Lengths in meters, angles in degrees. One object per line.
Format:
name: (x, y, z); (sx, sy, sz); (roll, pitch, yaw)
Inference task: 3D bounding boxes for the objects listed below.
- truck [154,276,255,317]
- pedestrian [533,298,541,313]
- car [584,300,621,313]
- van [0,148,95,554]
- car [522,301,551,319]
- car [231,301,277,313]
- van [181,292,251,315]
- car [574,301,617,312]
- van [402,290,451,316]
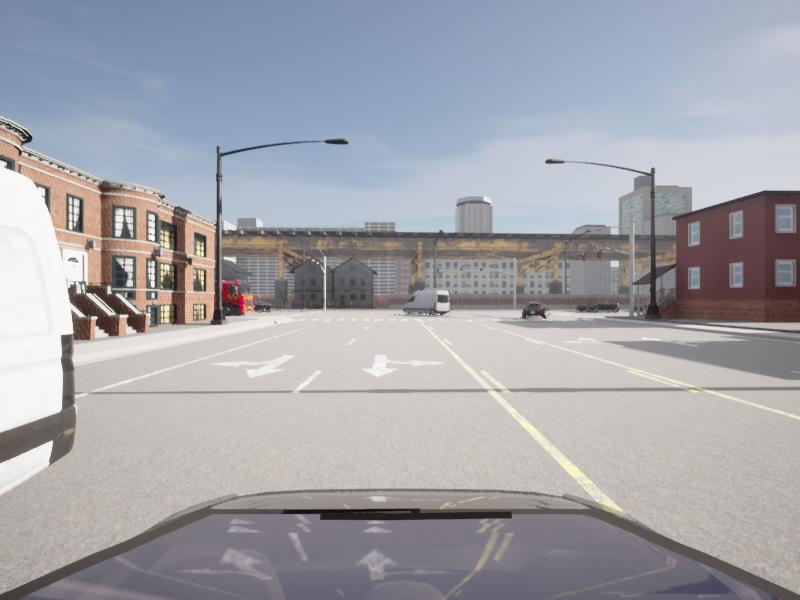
truck: (-19.040, -0.321, 39.318); (8.468, 3.827, 2.891); (0, 0, 0)
pedestrian: (16.308, 0.637, 47.703); (0.751, 1.860, 0.751); (0, 0, 5)
car: (25.327, 0.815, 50.007); (3.705, 1.549, 1.789); (0, 0, 0)
van: (-3.510, 0.322, 0.351); (1.988, 2.561, 5.915); (0, 0, 0)
car: (12.245, 0.870, 35.765); (1.812, 1.442, 4.674); (-1, 0, 27)
car: (-18.110, 0.837, 49.827); (4.902, 1.511, 2.128); (0, 0, 0)
van: (-19.605, 0.378, 42.873); (6.366, 2.431, 2.351); (0, 0, 0)
car: (26.137, 0.844, 53.509); (4.892, 1.490, 1.837); (0, 0, 0)
van: (2.678, 0.322, 42.436); (1.988, 2.561, 5.915); (1, 0, -34)
